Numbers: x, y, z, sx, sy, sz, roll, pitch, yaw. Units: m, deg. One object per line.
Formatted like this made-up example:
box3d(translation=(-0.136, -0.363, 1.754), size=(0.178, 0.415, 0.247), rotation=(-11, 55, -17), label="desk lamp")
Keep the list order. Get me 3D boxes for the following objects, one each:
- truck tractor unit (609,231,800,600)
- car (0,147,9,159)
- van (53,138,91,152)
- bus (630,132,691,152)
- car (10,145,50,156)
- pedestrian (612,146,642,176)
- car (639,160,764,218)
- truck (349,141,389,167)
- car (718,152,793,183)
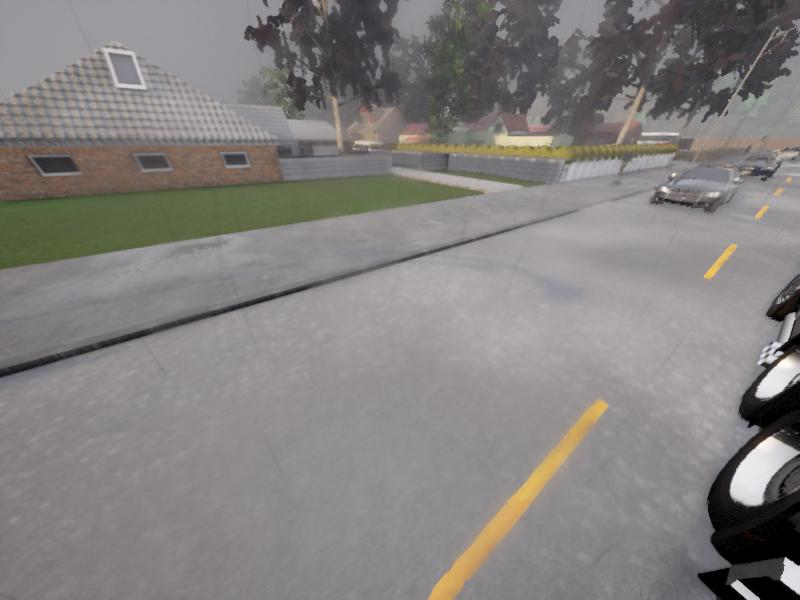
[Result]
box3d(translation=(5.050, -0.357, 0.865), size=(6.516, 4.208, 3.053), rotation=(-21, 40, -27), label="truck tractor unit")
box3d(translation=(-54.414, -19.056, 29.941), size=(1.882, 1.535, 5.008), rotation=(-21, 40, -27), label="car")
box3d(translation=(-70.980, -33.644, 50.157), size=(2.351, 2.431, 6.366), rotation=(-21, 40, -27), label="van")
box3d(translation=(74.002, -45.211, 66.116), size=(3.944, 4.253, 10.273), rotation=(-21, 40, -27), label="bus")
box3d(translation=(-61.100, -24.722, 38.247), size=(1.994, 1.385, 4.181), rotation=(-21, 40, -27), label="car")
box3d(translation=(16.848, -10.325, 17.208), size=(0.751, 1.860, 0.751), rotation=(-20, 40, -27), label="pedestrian")
box3d(translation=(12.860, -4.903, 9.850), size=(4.974, 1.542, 2.038), rotation=(-21, 40, -27), label="car")
box3d(translation=(-3.195, -14.933, 23.488), size=(2.069, 2.038, 4.478), rotation=(-21, 40, -27), label="truck")
box3d(translation=(26.502, -10.005, 17.233), size=(5.027, 1.651, 2.152), rotation=(-20, 40, -27), label="car")
